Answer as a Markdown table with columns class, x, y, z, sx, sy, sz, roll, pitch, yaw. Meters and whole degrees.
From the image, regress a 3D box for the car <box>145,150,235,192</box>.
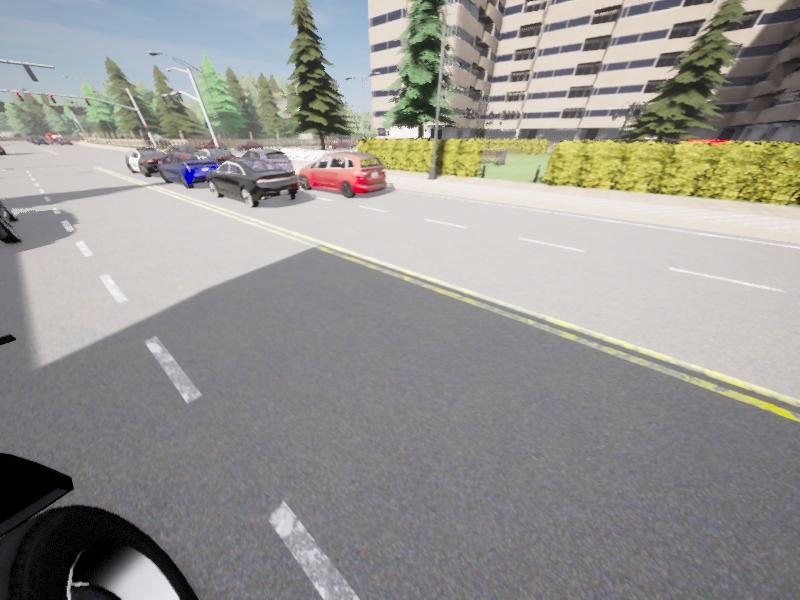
| class | x | y | z | sx | sy | sz | roll | pitch | yaw |
| --- | --- | --- | --- | --- | --- | --- | --- | --- | --- |
| car | -11.463 | -7.168 | 12.611 | 4.514 | 1.525 | 2.007 | 23 | 41 | 28 |

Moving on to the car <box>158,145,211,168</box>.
| class | x | y | z | sx | sy | sz | roll | pitch | yaw |
| --- | --- | --- | --- | --- | --- | --- | --- | --- | --- |
| car | -19.307 | -12.941 | 20.708 | 4.514 | 1.525 | 2.007 | 24 | 41 | 29 |

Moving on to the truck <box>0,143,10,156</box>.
| class | x | y | z | sx | sy | sz | roll | pitch | yaw |
| --- | --- | --- | --- | --- | --- | --- | --- | --- | --- |
| truck | -53.744 | -20.116 | 29.733 | 5.204 | 2.467 | 2.627 | 23 | 41 | 28 |

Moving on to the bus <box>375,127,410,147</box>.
| class | x | y | z | sx | sy | sz | roll | pitch | yaw |
| --- | --- | --- | --- | --- | --- | --- | --- | --- | --- |
| bus | -1.776 | -44.169 | 62.667 | 3.944 | 4.253 | 10.273 | 23 | 41 | 28 |

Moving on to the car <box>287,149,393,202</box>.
| class | x | y | z | sx | sy | sz | roll | pitch | yaw |
| --- | --- | --- | --- | --- | --- | --- | --- | --- | --- |
| car | -2.853 | -6.140 | 11.107 | 4.611 | 1.667 | 2.242 | 22 | 41 | 28 |

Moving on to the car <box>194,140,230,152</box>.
| class | x | y | z | sx | sy | sz | roll | pitch | yaw |
| --- | --- | --- | --- | --- | --- | --- | --- | --- | --- |
| car | -31.597 | -25.934 | 38.908 | 1.851 | 1.617 | 3.988 | 24 | 42 | 30 |

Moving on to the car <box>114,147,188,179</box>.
| class | x | y | z | sx | sy | sz | roll | pitch | yaw |
| --- | --- | --- | --- | --- | --- | --- | --- | --- | --- |
| car | -17.155 | -9.528 | 15.896 | 4.974 | 1.542 | 2.038 | 22 | 41 | 28 |

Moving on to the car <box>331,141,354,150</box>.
| class | x | y | z | sx | sy | sz | roll | pitch | yaw |
| --- | --- | --- | --- | --- | --- | --- | --- | --- | --- |
| car | -11.915 | -32.076 | 47.974 | 1.994 | 1.385 | 4.181 | 29 | 44 | 34 |

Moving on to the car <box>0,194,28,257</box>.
| class | x | y | z | sx | sy | sz | roll | pitch | yaw |
| --- | --- | --- | --- | --- | --- | --- | --- | --- | --- |
| car | -11.404 | -2.234 | 5.532 | 5.238 | 1.638 | 1.930 | 22 | 41 | 28 |

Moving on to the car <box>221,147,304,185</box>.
| class | x | y | z | sx | sy | sz | roll | pitch | yaw |
| --- | --- | --- | --- | --- | --- | --- | --- | --- | --- |
| car | -8.589 | -8.497 | 14.428 | 4.856 | 1.649 | 2.033 | 23 | 41 | 28 |

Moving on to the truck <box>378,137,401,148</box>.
| class | x | y | z | sx | sy | sz | roll | pitch | yaw |
| --- | --- | --- | --- | --- | --- | --- | --- | --- | --- |
| truck | -2.494 | -39.134 | 57.404 | 2.390 | 2.098 | 6.274 | 23 | 41 | 28 |

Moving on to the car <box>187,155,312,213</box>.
| class | x | y | z | sx | sy | sz | roll | pitch | yaw |
| --- | --- | --- | --- | --- | --- | --- | --- | --- | --- |
| car | -6.269 | -5.010 | 9.617 | 4.902 | 1.511 | 2.128 | 22 | 41 | 28 |

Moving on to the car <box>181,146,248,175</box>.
| class | x | y | z | sx | sy | sz | roll | pitch | yaw |
| --- | --- | --- | --- | --- | --- | --- | --- | --- | --- |
| car | -14.260 | -10.807 | 17.730 | 4.974 | 1.542 | 2.038 | 22 | 41 | 28 |

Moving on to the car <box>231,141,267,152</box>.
| class | x | y | z | sx | sy | sz | roll | pitch | yaw |
| --- | --- | --- | --- | --- | --- | --- | --- | --- | --- |
| car | -26.187 | -26.689 | 40.164 | 1.812 | 1.442 | 4.674 | 23 | 41 | 28 |

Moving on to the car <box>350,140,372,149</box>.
| class | x | y | z | sx | sy | sz | roll | pitch | yaw |
| --- | --- | --- | --- | --- | --- | --- | --- | --- | --- |
| car | -9.161 | -37.025 | 54.777 | 2.152 | 1.651 | 5.027 | 23 | 41 | 28 |
